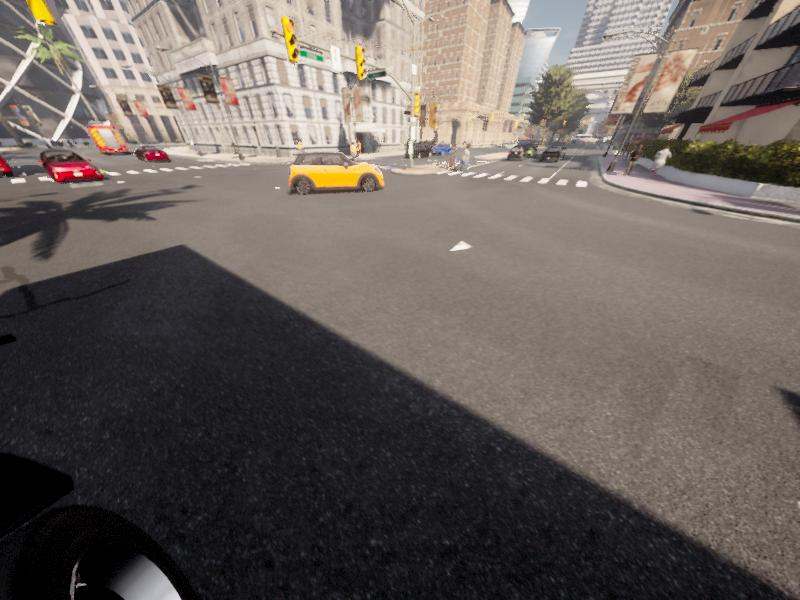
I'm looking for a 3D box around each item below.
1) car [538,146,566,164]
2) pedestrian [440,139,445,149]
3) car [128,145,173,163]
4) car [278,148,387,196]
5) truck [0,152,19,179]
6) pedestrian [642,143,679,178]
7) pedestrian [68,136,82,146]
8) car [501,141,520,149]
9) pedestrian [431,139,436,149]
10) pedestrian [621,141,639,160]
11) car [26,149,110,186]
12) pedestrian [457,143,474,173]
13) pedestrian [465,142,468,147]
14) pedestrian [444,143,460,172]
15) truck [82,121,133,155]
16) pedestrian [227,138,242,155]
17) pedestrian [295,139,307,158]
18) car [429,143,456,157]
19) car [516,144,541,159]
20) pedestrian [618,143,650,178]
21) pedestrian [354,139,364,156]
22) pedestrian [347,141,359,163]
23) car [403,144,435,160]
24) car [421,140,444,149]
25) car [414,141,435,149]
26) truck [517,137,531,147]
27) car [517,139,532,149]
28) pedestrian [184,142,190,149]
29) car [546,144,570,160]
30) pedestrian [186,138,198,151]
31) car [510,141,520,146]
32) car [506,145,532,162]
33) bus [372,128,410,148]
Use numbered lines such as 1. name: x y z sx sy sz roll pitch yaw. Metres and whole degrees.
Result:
1. car: 17.417 -16.630 26.352 1.837 1.490 4.892 22 40 27
2. pedestrian: 9.787 -35.799 53.125 0.751 1.860 0.751 20 40 26
3. car: -26.875 -15.788 24.903 4.181 1.385 1.994 22 40 27
4. car: -3.134 -6.406 11.419 4.553 1.767 2.097 -8 36 -12
5. truck: -28.746 -10.130 14.729 8.468 3.827 2.891 22 41 28
6. pedestrian: 16.753 -8.999 14.896 0.751 1.860 0.751 22 40 27
7. pedestrian: -74.174 -36.210 52.756 0.751 1.860 0.751 -3 35 -4
8. car: 26.634 -37.377 55.830 3.633 1.501 1.845 22 40 27
9. pedestrian: 7.297 -33.859 50.087 0.751 1.860 0.751 16 38 21
10. pedestrian: 26.870 -17.514 27.058 0.751 1.860 0.751 21 40 27
11. car: -19.923 -8.058 13.858 4.514 1.525 2.007 22 41 28
12. pedestrian: 5.076 -10.996 17.898 0.751 1.860 0.751 24 41 29
13. pedestrian: 18.776 -43.713 64.820 0.500 1.100 0.500 22 40 27
14. pedestrian: 4.080 -11.191 18.166 0.751 1.860 0.751 26 42 31
15. truck: -43.296 -23.904 34.152 8.468 3.827 2.891 27 43 33
16. pedestrian: -21.996 -20.394 30.745 0.751 1.860 0.751 15 38 19
17. pedestrian: -11.981 -18.309 27.869 0.751 1.860 0.751 -25 42 -31
18. car: 6.394 -22.706 34.843 1.882 1.535 5.008 22 40 27
19. car: 17.756 -20.491 31.804 2.007 1.525 4.514 22 40 27
20. pedestrian: 15.142 -9.057 14.965 0.751 1.860 0.751 27 43 33
21. pedestrian: -5.445 -20.241 30.664 0.751 1.860 0.751 16 38 21
22. pedestrian: -4.942 -15.709 24.503 0.751 1.860 0.751 26 43 32
23. car: 2.550 -19.485 30.280 1.837 1.490 4.892 22 41 27
24. car: 8.232 -39.822 59.051 5.238 1.638 1.930 22 40 27
25. car: 6.005 -38.219 56.858 4.514 1.525 2.007 22 40 27
26. truck: 40.440 -51.469 75.116 2.627 2.467 5.204 22 40 27
27. car: 33.118 -41.631 61.476 2.150 2.045 5.566 22 40 27
28. pedestrian: -41.898 -30.362 45.384 0.500 1.100 0.500 -20 40 -26
29. car: 21.026 -19.682 30.613 1.851 1.617 3.988 22 40 27
30. pedestrian: -34.704 -25.980 38.566 0.751 1.860 0.751 24 41 29
31. car: 39.123 -53.199 78.572 1.895 1.301 4.718 22 40 27
32. car: 14.257 -17.579 27.620 1.789 1.549 3.705 22 41 27
33. bus: -2.577 -45.263 64.416 10.273 4.253 3.944 22 40 27
